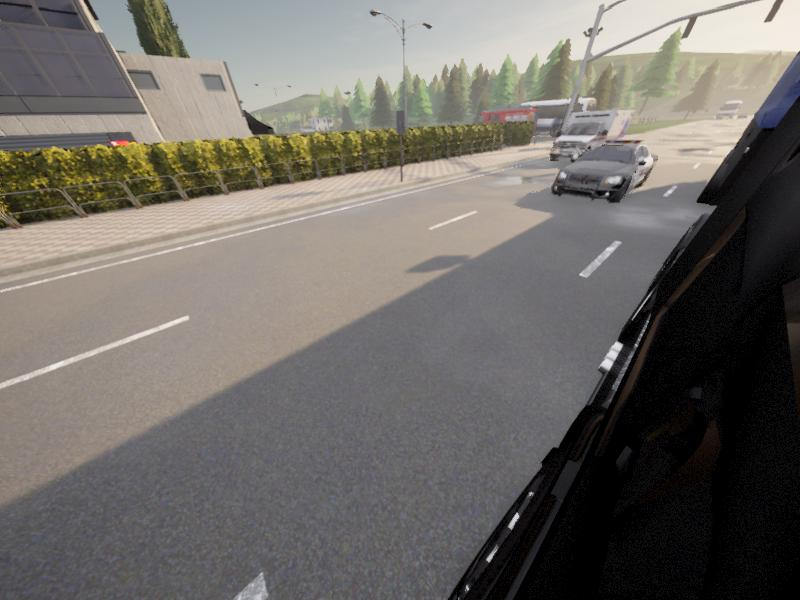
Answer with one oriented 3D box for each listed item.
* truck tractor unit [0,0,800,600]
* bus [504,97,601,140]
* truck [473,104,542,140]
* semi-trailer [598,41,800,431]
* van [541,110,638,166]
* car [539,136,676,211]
[{"bbox_3d":[2.645,-0.295,0.351,6.516,4.208,3.053,-28,44,-30],"label":"truck tractor unit"},{"bbox_3d":[21.326,-26.083,33.404,3.944,4.253,10.273,-28,45,-29],"label":"bus"},{"bbox_3d":[15.796,-26.624,34.822,2.891,3.827,8.468,-28,43,-29],"label":"truck"},{"bbox_3d":[8.684,-3.626,4.225,14.254,4.402,2.717,-28,44,-30],"label":"semi-trailer"},{"bbox_3d":[11.916,-10.248,14.470,6.366,2.431,2.351,-28,44,-30],"label":"van"},{"bbox_3d":[7.278,-4.631,8.060,4.974,1.542,2.038,-28,44,-30],"label":"car"}]
